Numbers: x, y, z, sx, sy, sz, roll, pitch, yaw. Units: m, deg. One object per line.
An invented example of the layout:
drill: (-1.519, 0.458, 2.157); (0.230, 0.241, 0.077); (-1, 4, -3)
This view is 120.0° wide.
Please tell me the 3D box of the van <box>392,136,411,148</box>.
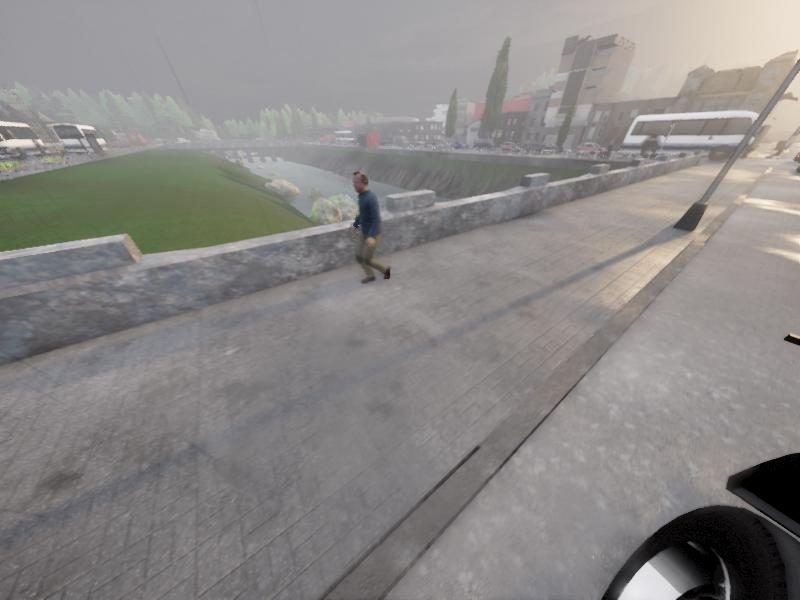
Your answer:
van: (0.338, -43.202, 63.027); (1.988, 2.561, 5.915); (-22, 41, -28)

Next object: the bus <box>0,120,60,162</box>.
bus: (-52.568, -21.365, 30.975); (3.944, 4.253, 10.273); (-22, 41, -28)

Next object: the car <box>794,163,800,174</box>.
car: (30.543, -9.879, 16.561); (4.718, 1.301, 1.895); (-22, 41, -28)

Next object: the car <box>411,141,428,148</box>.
car: (4.880, -39.060, 58.062); (1.812, 1.442, 4.674); (-22, 41, -28)

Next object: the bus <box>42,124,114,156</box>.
bus: (-57.019, -28.762, 41.505); (3.944, 4.253, 10.273); (-22, 41, -28)

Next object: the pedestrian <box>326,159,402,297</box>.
pedestrian: (-0.496, -1.110, 3.654); (0.751, 1.860, 0.751); (-22, 41, -28)

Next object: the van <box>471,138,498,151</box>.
van: (16.288, -29.984, 44.616); (1.775, 1.987, 4.442); (-22, 41, -28)

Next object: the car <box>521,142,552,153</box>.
car: (24.271, -27.229, 41.175); (1.994, 1.385, 4.181); (-22, 41, -28)

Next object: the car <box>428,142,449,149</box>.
car: (8.890, -35.732, 53.434); (1.895, 1.301, 4.718); (-22, 41, -28)

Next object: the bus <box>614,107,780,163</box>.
bus: (31.992, -18.290, 25.922); (3.944, 4.253, 10.273); (-23, 41, -29)

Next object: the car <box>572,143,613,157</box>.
car: (26.885, -21.133, 32.408); (1.970, 1.475, 3.806); (-22, 41, -28)

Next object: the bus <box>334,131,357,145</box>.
bus: (-20.740, -61.206, 87.259); (3.944, 4.253, 10.273); (-22, 41, -28)

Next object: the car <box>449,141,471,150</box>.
car: (12.656, -32.736, 48.996); (1.816, 1.474, 4.193); (-22, 41, -28)

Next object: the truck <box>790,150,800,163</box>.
truck: (41.788, -14.951, 22.669); (5.204, 2.467, 2.627); (-22, 40, -28)

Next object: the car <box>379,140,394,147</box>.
car: (-4.026, -46.414, 68.370); (2.242, 1.667, 4.611); (-22, 41, -28)

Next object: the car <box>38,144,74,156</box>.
car: (-60.319, -26.463, 40.628); (1.801, 1.575, 5.366); (-22, 41, -28)

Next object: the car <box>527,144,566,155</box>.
car: (23.229, -24.046, 36.730); (1.895, 1.301, 4.718); (-22, 41, -28)

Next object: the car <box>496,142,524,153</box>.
car: (19.517, -27.142, 40.998); (1.970, 1.475, 3.806); (-22, 41, -28)
